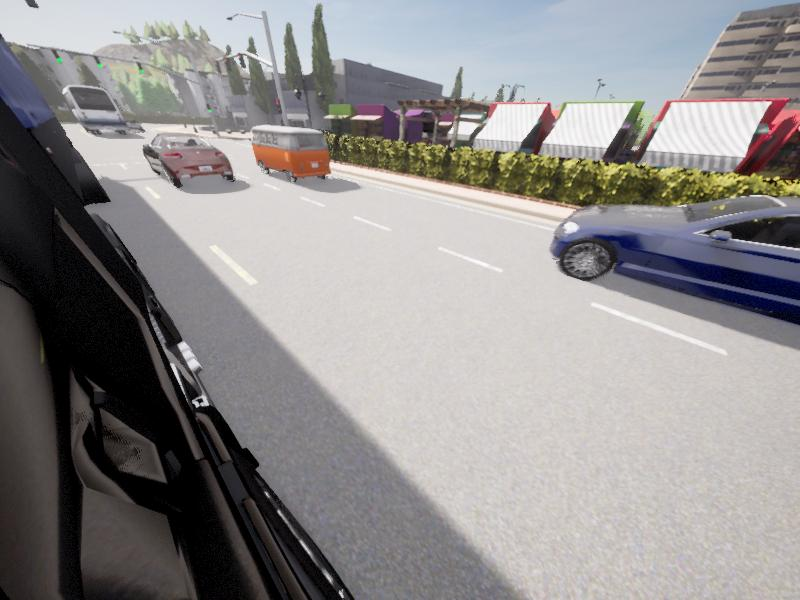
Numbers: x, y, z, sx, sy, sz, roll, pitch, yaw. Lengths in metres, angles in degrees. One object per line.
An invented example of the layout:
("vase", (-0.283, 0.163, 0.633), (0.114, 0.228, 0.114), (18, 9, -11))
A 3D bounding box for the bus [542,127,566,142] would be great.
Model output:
("bus", (56.495, -60.542, 84.676), (3.944, 4.253, 10.273), (29, 44, 31))

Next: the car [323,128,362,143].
("car", (-8.415, -24.270, 34.134), (1.801, 1.575, 5.366), (31, 45, 32))

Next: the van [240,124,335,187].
("van", (-5.233, -6.845, 10.779), (4.442, 1.987, 1.775), (29, 44, 31))

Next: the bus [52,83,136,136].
("bus", (-36.880, -22.655, 27.809), (10.273, 4.253, 3.944), (28, 44, 30))

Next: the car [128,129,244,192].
("car", (-9.102, -6.066, 9.783), (5.027, 1.651, 2.152), (29, 44, 31))

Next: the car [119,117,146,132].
("car", (-39.934, -26.148, 34.468), (3.988, 1.617, 1.851), (31, 45, 32))

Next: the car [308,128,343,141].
("car", (-11.402, -25.473, 35.578), (2.007, 1.525, 4.514), (31, 45, 32))

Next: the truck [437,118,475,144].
("truck", (11.466, -34.297, 46.982), (2.891, 3.827, 8.468), (29, 44, 31))

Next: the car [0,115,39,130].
("car", (-48.007, -22.374, 29.085), (1.994, 1.385, 4.181), (-29, 47, -36))

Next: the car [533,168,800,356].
("car", (5.394, -0.744, 3.674), (5.027, 1.651, 2.152), (29, 44, 31))

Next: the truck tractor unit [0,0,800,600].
("truck tractor unit", (-2.645, -0.295, 0.351), (6.516, 4.208, 3.053), (28, 44, 30))

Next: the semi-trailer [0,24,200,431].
("semi-trailer", (-8.610, -3.675, 4.297), (14.254, 4.402, 2.717), (29, 44, 31))
